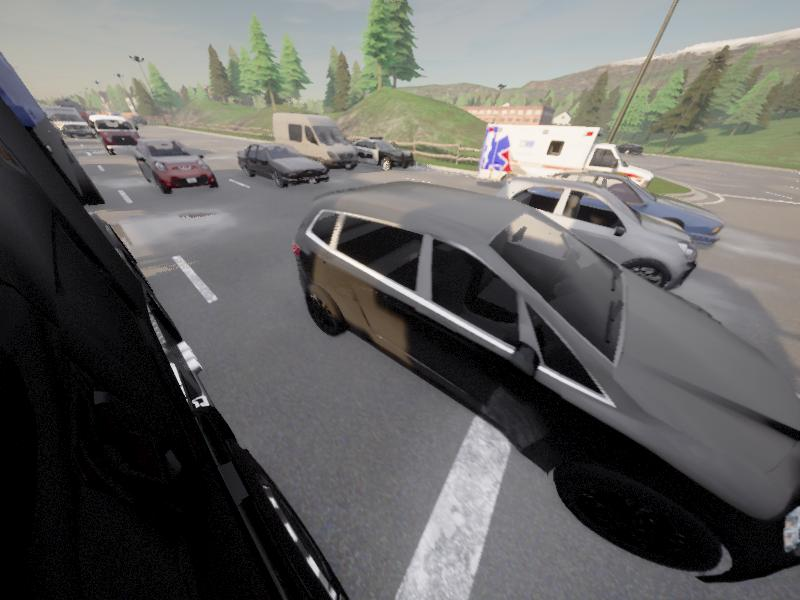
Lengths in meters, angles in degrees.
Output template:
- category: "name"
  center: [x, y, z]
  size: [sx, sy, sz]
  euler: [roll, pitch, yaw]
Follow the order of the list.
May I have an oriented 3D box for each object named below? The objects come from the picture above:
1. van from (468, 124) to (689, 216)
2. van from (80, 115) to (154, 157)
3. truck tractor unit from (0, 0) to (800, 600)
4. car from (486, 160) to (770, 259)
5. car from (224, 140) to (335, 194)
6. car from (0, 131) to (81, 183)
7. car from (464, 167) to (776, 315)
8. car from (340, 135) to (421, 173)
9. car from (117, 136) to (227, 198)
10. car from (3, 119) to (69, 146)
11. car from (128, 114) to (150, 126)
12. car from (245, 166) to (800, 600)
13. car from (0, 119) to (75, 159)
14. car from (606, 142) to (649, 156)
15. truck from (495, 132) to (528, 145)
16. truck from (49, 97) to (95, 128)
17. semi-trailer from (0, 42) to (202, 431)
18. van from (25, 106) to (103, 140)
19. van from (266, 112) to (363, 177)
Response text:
- category: "van"
  center: [6.564, -5.731, 9.698]
  size: [6.366, 2.431, 2.351]
  euler: [26, 43, 28]
- category: "van"
  center: [-18.674, -10.870, 15.254]
  size: [4.480, 2.038, 2.069]
  euler: [28, 44, 31]
- category: "truck tractor unit"
  center: [-2.645, -0.295, 0.351]
  size: [6.516, 4.208, 3.053]
  euler: [28, 44, 30]
- category: "car"
  center: [5.723, -3.008, 6.875]
  size: [5.357, 1.411, 2.033]
  euler: [25, 42, 27]
- category: "car"
  center: [-5.505, -6.186, 10.390]
  size: [5.357, 1.411, 2.033]
  euler: [29, 44, 30]
- category: "car"
  center: [-15.602, -6.116, 9.701]
  size: [4.181, 1.385, 1.994]
  euler: [28, 44, 30]
- category: "car"
  center: [3.492, -1.498, 4.603]
  size: [3.633, 1.501, 1.845]
  euler: [26, 43, 28]
- category: "car"
  center: [-1.389, -9.575, 14.967]
  size: [5.238, 1.638, 1.930]
  euler: [28, 44, 30]
- category: "car"
  center: [-8.531, -5.126, 8.669]
  size: [3.633, 1.501, 1.845]
  euler: [29, 44, 30]
- category: "car"
  center: [-28.681, -13.335, 18.357]
  size: [4.792, 1.488, 2.163]
  euler: [29, 44, 30]
- category: "car"
  center: [-62.953, -43.328, 55.679]
  size: [5.566, 2.045, 2.150]
  euler: [29, 44, 30]
- category: "car"
  center: [0.857, -0.137, 2.503]
  size: [4.611, 1.667, 2.242]
  euler: [27, 43, 29]
- category: "car"
  center: [-22.083, -9.795, 13.944]
  size: [5.027, 1.651, 2.152]
  euler: [29, 44, 30]
- category: "car"
  center: [36.273, -24.233, 37.062]
  size: [1.837, 1.490, 4.892]
  euler: [0, 37, -6]
- category: "truck"
  center: [25.428, -37.119, 53.045]
  size: [2.390, 2.098, 6.274]
  euler: [-19, 42, -27]
- category: "truck"
  center: [-56.634, -32.311, 39.906]
  size: [8.468, 3.827, 2.891]
  euler: [29, 44, 30]
- category: "semi-trailer"
  center: [-8.685, -3.620, 4.232]
  size: [14.254, 4.402, 2.717]
  euler: [28, 44, 30]
- category: "van"
  center: [-33.716, -17.830, 23.237]
  size: [6.366, 2.431, 2.351]
  euler: [19, 40, 21]
- category: "van"
  center: [-4.986, -9.134, 13.396]
  size: [5.915, 2.561, 1.988]
  euler: [29, 44, 30]
